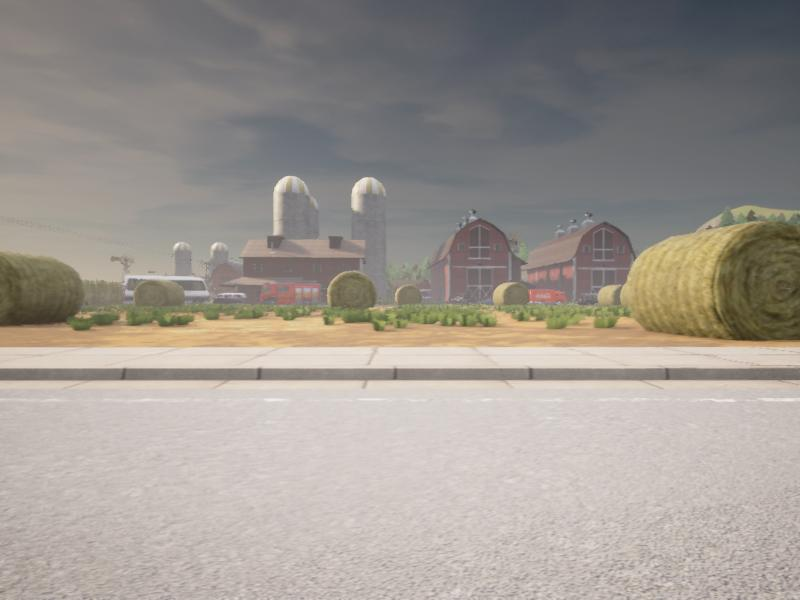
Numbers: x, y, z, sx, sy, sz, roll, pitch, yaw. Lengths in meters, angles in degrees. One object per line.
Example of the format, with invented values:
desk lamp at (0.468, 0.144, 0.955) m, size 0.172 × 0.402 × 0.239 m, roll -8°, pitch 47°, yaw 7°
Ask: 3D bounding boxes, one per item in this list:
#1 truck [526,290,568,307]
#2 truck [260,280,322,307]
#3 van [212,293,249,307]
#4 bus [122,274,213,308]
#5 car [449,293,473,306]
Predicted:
truck at (21.250, -0.243, 57.969) m, size 5.204 × 2.467 × 2.627 m, roll 0°, pitch 0°, yaw -4°
truck at (-15.931, -0.906, 58.993) m, size 8.468 × 3.827 × 2.891 m, roll 0°, pitch 0°, yaw -4°
van at (-24.657, -0.012, 58.408) m, size 4.480 × 2.038 × 2.069 m, roll 0°, pitch 0°, yaw -3°
bus at (-31.306, -1.110, 54.272) m, size 10.273 × 4.253 × 3.944 m, roll 0°, pitch 0°, yaw -31°
car at (9.955, -0.107, 64.895) m, size 1.905 × 1.878 × 3.866 m, roll 8°, pitch 7°, yaw 43°
